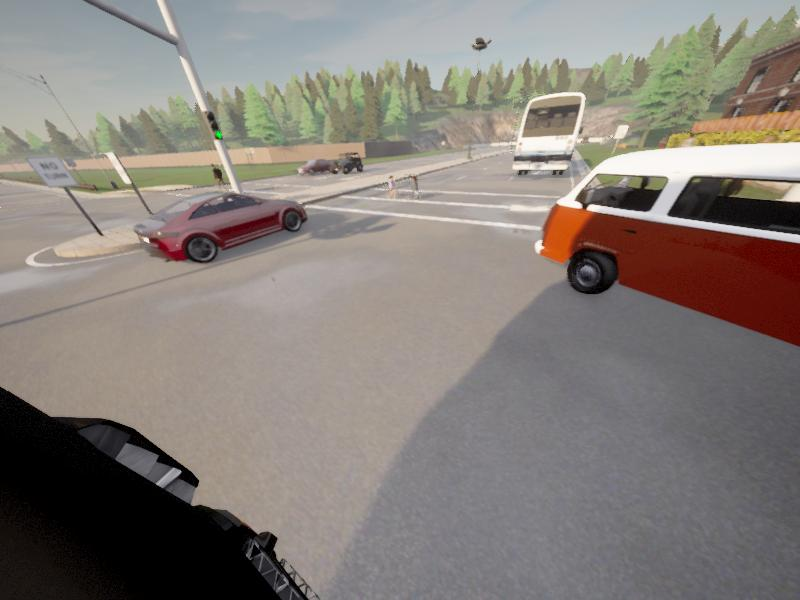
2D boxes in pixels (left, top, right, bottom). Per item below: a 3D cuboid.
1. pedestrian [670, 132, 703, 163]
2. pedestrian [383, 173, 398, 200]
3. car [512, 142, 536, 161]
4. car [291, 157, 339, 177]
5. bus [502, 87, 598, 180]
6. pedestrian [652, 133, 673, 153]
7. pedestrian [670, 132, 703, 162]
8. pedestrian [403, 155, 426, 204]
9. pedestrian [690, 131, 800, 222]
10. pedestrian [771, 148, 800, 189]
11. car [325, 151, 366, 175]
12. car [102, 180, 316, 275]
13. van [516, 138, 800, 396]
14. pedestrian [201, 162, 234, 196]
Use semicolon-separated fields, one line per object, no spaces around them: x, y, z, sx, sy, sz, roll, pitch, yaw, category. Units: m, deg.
21.521;-11.451;17.390;0.751;1.860;0.751;19;40;30;pedestrian
-0.452;-5.503;11.214;0.500;1.100;0.500;10;36;19;pedestrian
15.964;-19.209;29.771;1.905;1.878;3.866;16;38;26;car
-9.164;-14.647;25.362;1.812;1.442;4.674;16;38;26;car
11.390;-12.245;17.560;3.944;4.253;10.273;17;39;28;bus
30.287;-18.115;26.680;0.751;1.860;0.751;-11;34;-11;pedestrian
22.177;-11.850;17.935;0.751;1.860;0.751;16;38;26;pedestrian
0.682;-5.400;10.373;0.751;1.860;0.751;13;37;22;pedestrian
8.511;-3.033;5.755;0.751;1.860;0.751;16;38;26;pedestrian
15.112;-5.118;8.405;0.751;1.860;0.751;16;38;26;pedestrian
-5.612;-14.495;24.444;1.905;1.878;3.866;16;38;26;car
-4.895;-2.423;6.742;1.994;1.385;4.181;15;38;25;car
4.256;-0.675;2.773;2.069;2.038;4.480;-20;37;-23;van
-11.479;-7.633;14.604;0.751;1.860;0.751;12;36;21;pedestrian
